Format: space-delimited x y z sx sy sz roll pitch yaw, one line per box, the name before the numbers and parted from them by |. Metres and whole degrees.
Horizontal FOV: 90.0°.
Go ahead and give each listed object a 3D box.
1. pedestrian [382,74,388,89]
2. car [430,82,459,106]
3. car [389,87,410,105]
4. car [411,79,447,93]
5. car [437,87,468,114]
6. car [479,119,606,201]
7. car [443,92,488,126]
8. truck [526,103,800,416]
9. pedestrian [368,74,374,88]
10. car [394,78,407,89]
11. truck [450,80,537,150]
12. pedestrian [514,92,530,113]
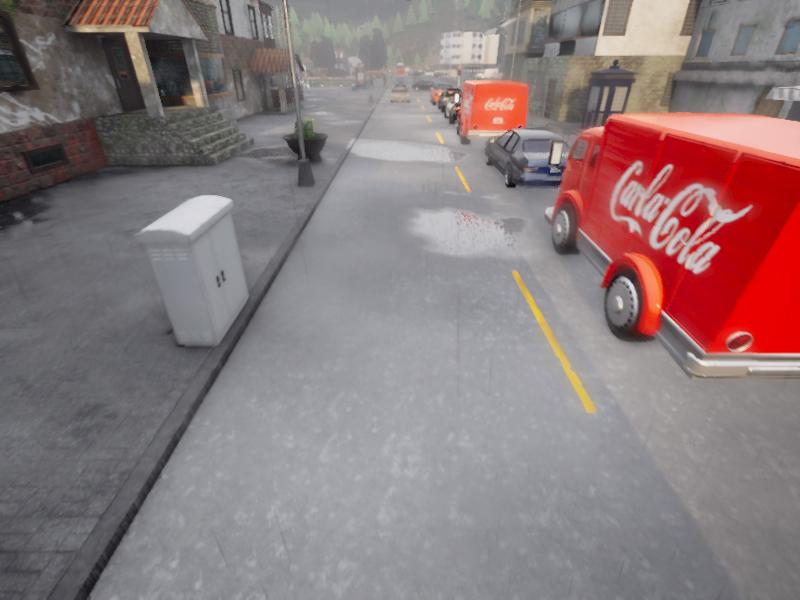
pedestrian | -2.243 -33.160 60.701 0.751 1.860 0.751 9 31 15
car | 3.993 -18.977 36.736 2.097 1.767 4.553 0 30 0
car | -0.006 -19.607 38.309 1.895 1.301 4.718 0 30 0
car | 3.918 -29.478 55.015 4.892 1.490 1.837 26 41 37
car | 3.998 -15.578 31.103 1.851 1.617 3.988 0 30 0
car | 3.999 -4.548 12.428 2.033 1.411 5.357 0 30 0
car | 3.998 -12.142 25.295 2.038 1.542 4.974 0 30 0
truck | 3.998 -1.209 5.643 2.627 2.467 5.204 0 30 0
pedestrian | -4.464 -34.269 62.599 0.751 1.860 0.751 4 31 7
car | 0.006 -35.697 65.761 2.033 1.411 5.357 0 30 0
truck | 3.998 -8.662 18.399 2.627 2.467 5.204 0 30 0
pedestrian | 8.800 -14.228 28.841 0.751 1.300 0.751 0 30 0
